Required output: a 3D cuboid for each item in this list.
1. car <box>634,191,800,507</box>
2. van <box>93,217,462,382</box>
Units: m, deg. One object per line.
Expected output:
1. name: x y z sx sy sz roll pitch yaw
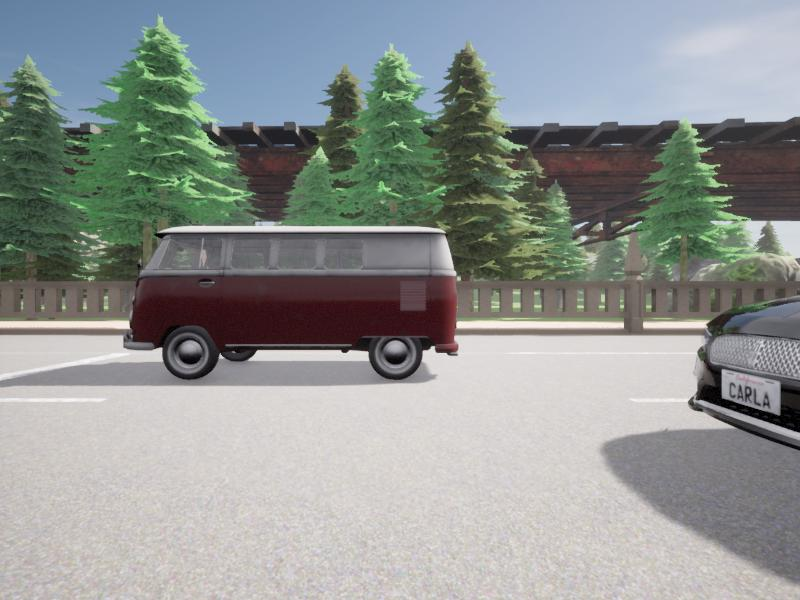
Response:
1. car: 4.363 0.237 2.200 4.902 1.511 2.128 0 0 0
2. van: -1.470 -0.002 5.700 4.442 1.987 1.775 0 0 0
